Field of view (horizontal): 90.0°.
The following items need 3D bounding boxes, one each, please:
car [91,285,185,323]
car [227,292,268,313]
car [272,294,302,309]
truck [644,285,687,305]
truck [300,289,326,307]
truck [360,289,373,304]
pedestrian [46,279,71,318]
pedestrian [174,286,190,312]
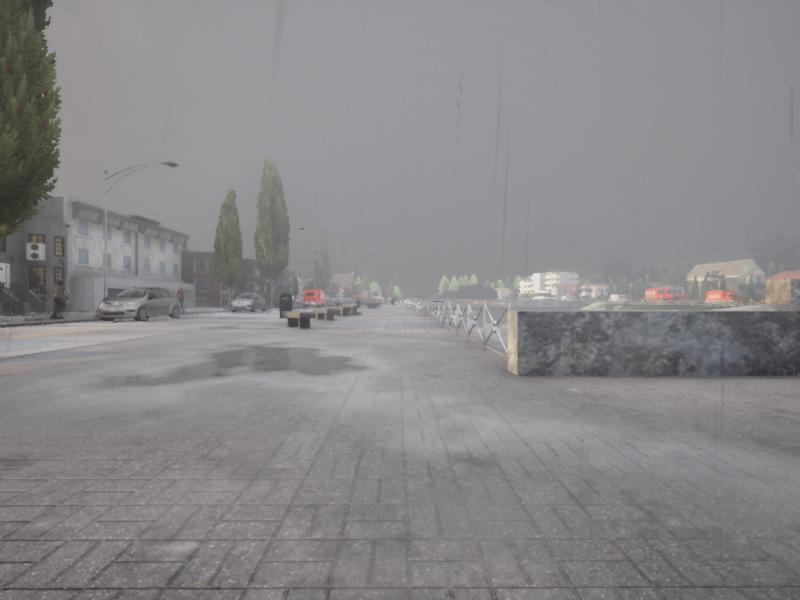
[{"bbox_3d":[-12.212,0.187,18.977,1.851,1.617,3.988,0,0,0],"label":"car"},{"bbox_3d":[-12.272,0.188,32.532,1.851,1.617,3.988,0,0,0],"label":"car"},{"bbox_3d":[-12.322,0.170,43.958,1.930,1.638,5.238,0,0,0],"label":"car"},{"bbox_3d":[53.179,-0.923,80.407,2.891,3.827,8.468,0,0,0],"label":"truck"},{"bbox_3d":[-12.380,-0.233,57.173,2.627,2.467,5.204,0,-1,0],"label":"truck"},{"bbox_3d":[-8.585,-0.925,103.495,2.891,3.827,8.468,0,0,0],"label":"truck"},{"bbox_3d":[-16.741,-0.067,19.605,0.751,1.860,0.751,0,0,36],"label":"pedestrian"},{"bbox_3d":[-15.436,-0.067,28.321,0.751,1.860,0.751,0,0,40],"label":"pedestrian"}]
